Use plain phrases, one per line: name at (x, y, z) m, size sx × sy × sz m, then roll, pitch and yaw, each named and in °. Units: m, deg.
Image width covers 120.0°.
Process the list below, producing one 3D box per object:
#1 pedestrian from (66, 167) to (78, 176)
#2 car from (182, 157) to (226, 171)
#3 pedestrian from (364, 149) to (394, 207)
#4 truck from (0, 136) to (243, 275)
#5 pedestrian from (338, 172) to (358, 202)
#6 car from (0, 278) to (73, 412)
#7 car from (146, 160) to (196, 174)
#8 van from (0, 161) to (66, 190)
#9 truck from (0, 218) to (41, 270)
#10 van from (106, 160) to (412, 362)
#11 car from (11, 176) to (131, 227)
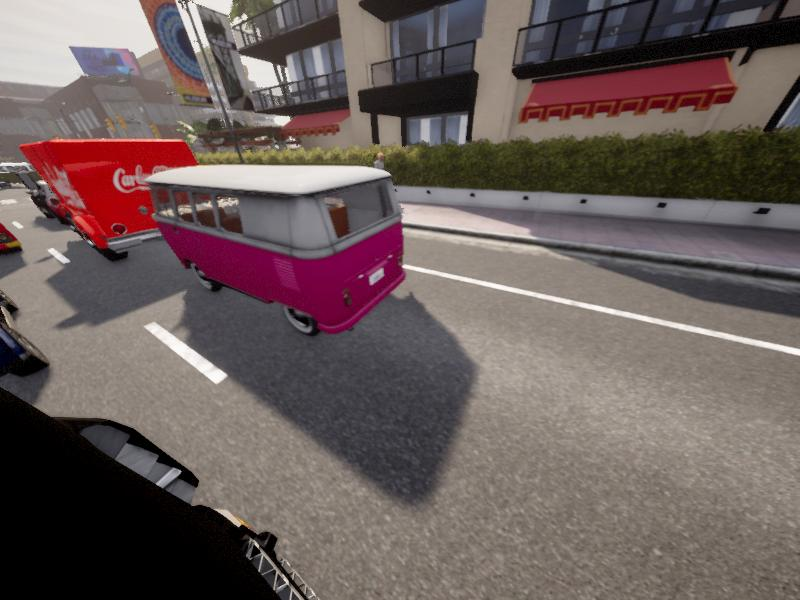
pedestrian at (-46.034, -18.085, 32.430) m, size 0.500 × 1.100 × 0.500 m, roll 19°, pitch 39°, yaw 28°
car at (-32.468, -22.754, 38.424) m, size 2.152 × 1.651 × 5.027 m, roll 27°, pitch 44°, yaw 37°
pedestrian at (-0.771, -4.690, 8.930) m, size 0.751 × 1.860 × 0.751 m, roll 12°, pitch 36°, yaw 20°
truck at (-7.661, -2.886, 6.420) m, size 5.204 × 2.467 × 2.627 m, roll 16°, pitch 38°, yaw 26°
pedestrian at (-2.263, -4.935, 10.073) m, size 0.500 × 1.100 × 0.500 m, roll 16°, pitch 38°, yaw 26°
car at (-5.953, 0.241, 2.469) m, size 3.705 × 1.549 × 1.789 m, roll 16°, pitch 38°, yaw 26°
car at (-32.921, -19.231, 33.345) m, size 1.812 × 1.442 × 4.674 m, roll 20°, pitch 40°, yaw 30°
van at (-37.015, -12.175, 22.504) m, size 2.069 × 2.038 × 4.480 m, roll 17°, pitch 38°, yaw 26°
truck at (-13.703, -2.966, 5.699) m, size 8.468 × 3.827 × 2.891 m, roll 16°, pitch 38°, yaw 26°
van at (-2.195, -1.083, 3.828) m, size 4.442 × 1.987 × 1.775 m, roll 16°, pitch 38°, yaw 26°
car at (-13.996, -4.334, 9.873) m, size 3.806 × 1.475 × 1.970 m, roll 16°, pitch 38°, yaw 26°
